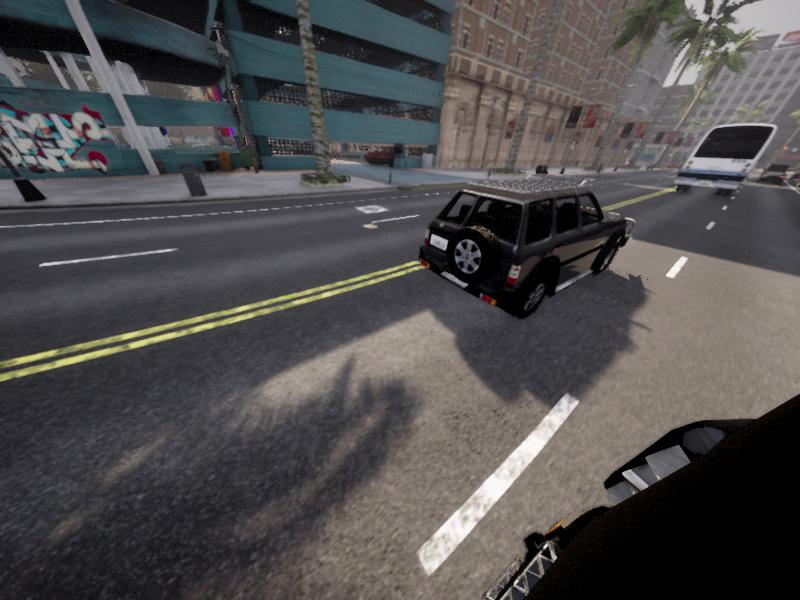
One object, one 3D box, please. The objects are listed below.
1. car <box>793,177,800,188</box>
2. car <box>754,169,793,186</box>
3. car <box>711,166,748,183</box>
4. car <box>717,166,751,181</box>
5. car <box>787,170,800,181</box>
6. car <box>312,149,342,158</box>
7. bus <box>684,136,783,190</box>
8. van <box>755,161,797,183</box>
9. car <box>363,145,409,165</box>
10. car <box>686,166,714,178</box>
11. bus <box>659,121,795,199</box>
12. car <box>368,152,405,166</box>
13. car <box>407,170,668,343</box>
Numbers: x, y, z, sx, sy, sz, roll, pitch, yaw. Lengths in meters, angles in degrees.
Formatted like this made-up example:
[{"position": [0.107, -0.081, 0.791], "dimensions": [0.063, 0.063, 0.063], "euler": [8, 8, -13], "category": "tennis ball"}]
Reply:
[{"position": [48.617, -14.055, 26.878], "dimensions": [4.553, 1.767, 2.185], "euler": [-21, 40, -31], "category": "car"}, {"position": [47.787, -15.754, 29.629], "dimensions": [4.974, 1.542, 2.038], "euler": [-21, 40, -31], "category": "car"}, {"position": [44.275, -16.872, 31.008], "dimensions": [5.027, 1.651, 2.152], "euler": [-21, 40, -31], "category": "car"}, {"position": [50.855, -19.340, 35.187], "dimensions": [5.027, 1.651, 2.152], "euler": [-20, 40, -30], "category": "car"}, {"position": [66.414, -20.457, 38.043], "dimensions": [4.792, 1.488, 2.163], "euler": [-21, 40, -31], "category": "car"}, {"position": [-13.442, -27.106, 42.729], "dimensions": [4.718, 1.301, 1.895], "euler": [-21, 40, -31], "category": "car"}, {"position": [36.238, -14.985, 25.231], "dimensions": [10.273, 4.253, 3.944], "euler": [-21, 40, -31], "category": "bus"}, {"position": [53.873, -18.447, 33.193], "dimensions": [5.915, 2.561, 1.988], "euler": [-20, 40, -30], "category": "van"}, {"position": [-1.765, -19.193, 30.725], "dimensions": [5.566, 2.045, 2.435], "euler": [-21, 40, -31], "category": "car"}, {"position": [48.523, -20.759, 37.402], "dimensions": [4.181, 1.385, 1.994], "euler": [-20, 40, -30], "category": "car"}, {"position": [26.128, -11.164, 18.751], "dimensions": [10.273, 4.253, 3.944], "euler": [-20, 40, -32], "category": "bus"}, {"position": [-1.732, -18.884, 30.970], "dimensions": [4.514, 1.523, 2.007], "euler": [-21, 40, -31], "category": "car"}, {"position": [2.602, -1.305, 4.419], "dimensions": [4.605, 1.855, 1.932], "euler": [-19, 39, -29], "category": "car"}]
